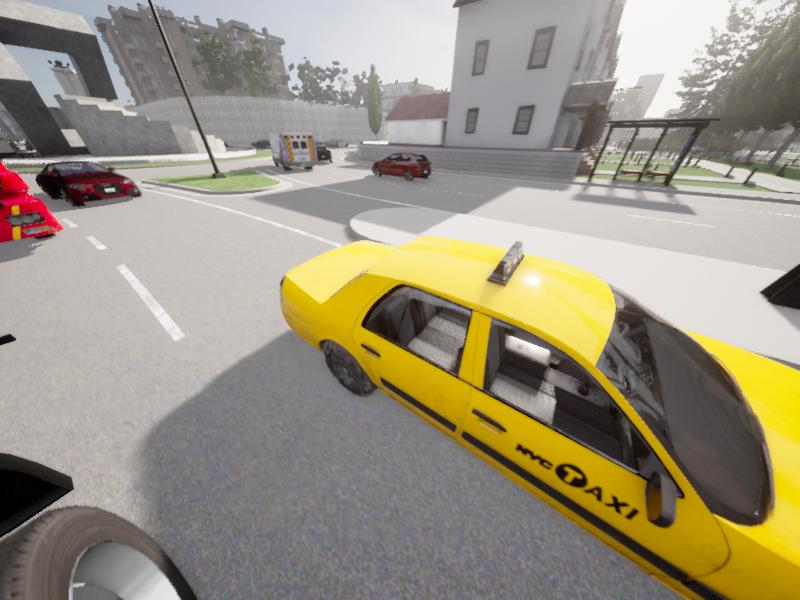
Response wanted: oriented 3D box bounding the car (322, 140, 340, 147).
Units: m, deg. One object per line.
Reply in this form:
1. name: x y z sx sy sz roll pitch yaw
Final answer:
1. car: -17.154 -39.011 57.591 1.845 1.501 3.633 24 42 30

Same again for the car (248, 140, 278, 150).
1. car: -27.949 -31.843 47.301 4.856 1.649 2.033 9 36 13

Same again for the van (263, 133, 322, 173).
1. van: -8.988 -12.226 19.011 2.351 2.431 6.366 -23 41 -29

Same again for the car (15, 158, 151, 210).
1. car: -13.075 -4.943 9.606 4.181 1.385 1.994 16 38 21

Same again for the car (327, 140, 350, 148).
1. car: -14.690 -37.538 55.523 2.038 1.542 4.974 24 42 30

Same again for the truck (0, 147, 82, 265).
1. truck: -12.275 -3.349 5.234 8.468 3.827 2.891 18 39 23

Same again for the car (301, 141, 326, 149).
1. car: -19.042 -34.431 51.179 1.812 1.442 4.674 26 42 31

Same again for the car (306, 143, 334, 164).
1. car: -8.557 -15.714 24.624 1.930 1.638 5.238 -14 37 -18

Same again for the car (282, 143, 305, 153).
1. car: -18.489 -26.491 40.089 1.895 1.301 4.718 -27 43 -33

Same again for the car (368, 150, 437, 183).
1. car: 0.054 -8.717 14.937 4.193 1.474 1.816 29 44 34

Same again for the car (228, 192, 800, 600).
1. car: 1.046 0.383 1.991 5.366 1.575 1.801 23 41 28

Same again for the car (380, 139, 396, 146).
1. car: -3.444 -45.929 67.395 1.801 1.575 5.366 24 42 30

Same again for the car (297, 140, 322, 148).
1. car: -20.954 -36.278 53.700 2.038 1.542 4.974 25 42 31
